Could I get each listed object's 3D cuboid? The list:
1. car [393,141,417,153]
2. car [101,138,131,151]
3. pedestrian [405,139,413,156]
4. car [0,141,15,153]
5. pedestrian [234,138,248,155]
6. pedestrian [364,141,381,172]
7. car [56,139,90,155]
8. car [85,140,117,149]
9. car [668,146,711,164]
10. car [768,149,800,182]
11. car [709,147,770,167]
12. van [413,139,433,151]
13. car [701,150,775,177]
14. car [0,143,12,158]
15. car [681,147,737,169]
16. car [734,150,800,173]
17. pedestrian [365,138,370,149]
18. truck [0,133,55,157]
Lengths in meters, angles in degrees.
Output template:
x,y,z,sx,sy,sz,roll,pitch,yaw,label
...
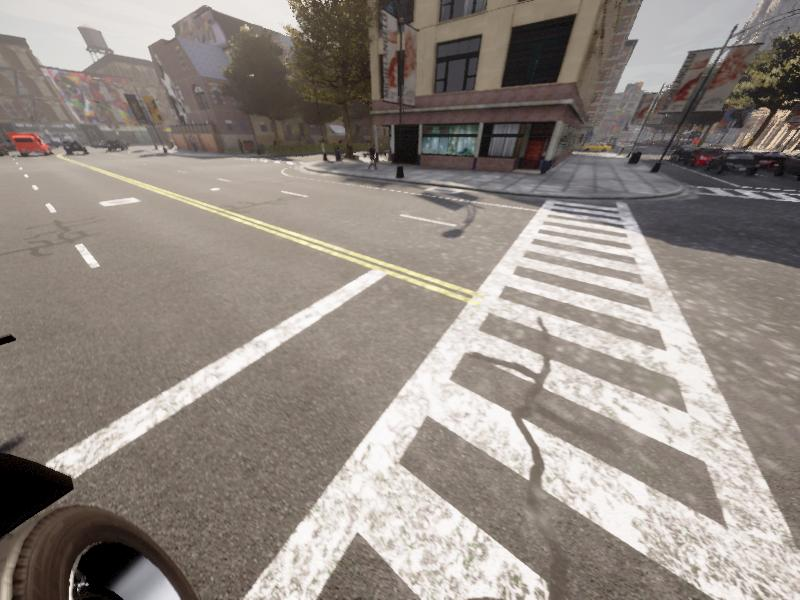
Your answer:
x,y,z,sx,sy,sz,roll,pitch,yaw,label
1.007,-28.385,42.755,1.930,1.638,5.238,22,41,28,car
-50.618,-27.762,41.253,1.932,1.855,4.605,-21,40,-27,car
1.252,-20.399,30.933,0.751,1.860,0.751,23,41,28,pedestrian
-61.466,-22.949,34.704,2.002,1.452,4.674,-22,41,-28,car
-21.158,-20.383,30.731,0.751,1.860,0.751,7,36,9,pedestrian
-1.994,-10.530,16.908,0.751,1.860,0.751,26,43,32,pedestrian
-47.083,-22.212,33.408,4.605,1.855,1.932,30,45,35,car
-62.674,-32.724,48.562,2.007,1.525,4.514,-11,37,-15,car
33.878,-17.149,27.210,1.837,1.490,4.892,22,40,27,car
28.181,-8.954,15.386,2.242,1.667,4.611,22,41,28,car
36.116,-15.440,24.789,2.128,1.511,4.902,22,41,28,car
4.762,-31.654,47.076,2.069,2.038,4.480,22,41,28,van
26.409,-10.891,18.317,1.812,1.442,4.674,22,41,28,car
-51.448,-18.820,28.984,3.806,1.475,1.970,27,43,33,car
30.168,-14.071,22.787,2.007,1.525,4.514,22,41,28,car
32.310,-12.243,20.347,1.994,1.385,4.181,22,41,28,car
-7.023,-33.793,49.866,0.751,1.860,0.751,21,40,27,pedestrian
-47.871,-20.089,29.873,5.204,2.467,2.627,27,43,33,truck
